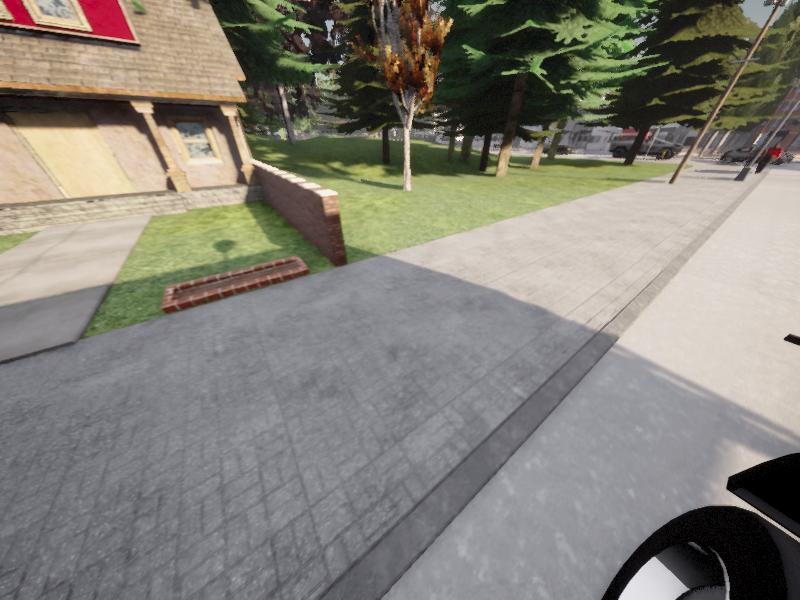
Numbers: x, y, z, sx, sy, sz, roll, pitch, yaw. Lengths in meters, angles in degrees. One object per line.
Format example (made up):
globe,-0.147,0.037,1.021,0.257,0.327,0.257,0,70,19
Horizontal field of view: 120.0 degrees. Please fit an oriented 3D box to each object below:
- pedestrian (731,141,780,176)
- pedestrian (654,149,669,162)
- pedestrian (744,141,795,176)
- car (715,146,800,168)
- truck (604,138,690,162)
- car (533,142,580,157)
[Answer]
pedestrian,22.955,-9.181,14.970,0.751,1.860,0.751,-13,37,-17
pedestrian,25.881,-14.279,22.848,0.500,1.100,0.500,-24,42,-30
pedestrian,23.535,-9.034,14.758,0.751,1.860,0.751,-14,37,-19
car,33.091,-13.343,21.371,1.816,1.474,4.193,-15,38,-20
truck,28.550,-17.707,27.052,2.390,2.098,6.274,-22,41,-28
car,22.813,-22.205,33.885,2.152,1.651,5.027,-22,41,-28
